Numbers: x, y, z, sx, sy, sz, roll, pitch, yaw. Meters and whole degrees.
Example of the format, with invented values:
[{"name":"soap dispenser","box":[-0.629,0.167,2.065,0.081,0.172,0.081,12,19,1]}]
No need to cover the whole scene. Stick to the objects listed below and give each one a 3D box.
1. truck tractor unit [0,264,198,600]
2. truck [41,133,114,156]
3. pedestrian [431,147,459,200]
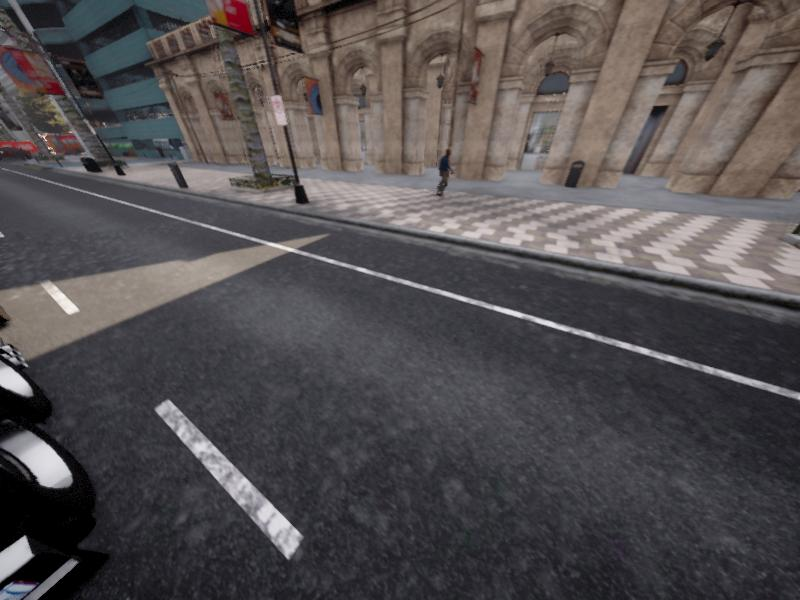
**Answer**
[{"name":"truck tractor unit","box":[-5.120,-0.289,0.782,6.516,4.208,3.053,18,39,24]},{"name":"truck","box":[-69.056,-33.715,49.906,2.891,3.827,8.468,1,35,2]},{"name":"pedestrian","box":[1.864,-5.322,9.715,0.751,1.860,0.751,17,39,24]}]
